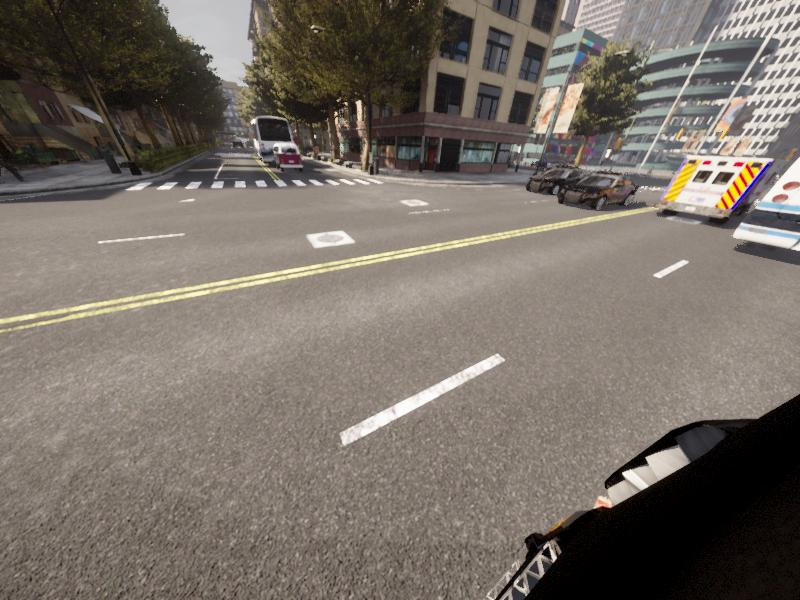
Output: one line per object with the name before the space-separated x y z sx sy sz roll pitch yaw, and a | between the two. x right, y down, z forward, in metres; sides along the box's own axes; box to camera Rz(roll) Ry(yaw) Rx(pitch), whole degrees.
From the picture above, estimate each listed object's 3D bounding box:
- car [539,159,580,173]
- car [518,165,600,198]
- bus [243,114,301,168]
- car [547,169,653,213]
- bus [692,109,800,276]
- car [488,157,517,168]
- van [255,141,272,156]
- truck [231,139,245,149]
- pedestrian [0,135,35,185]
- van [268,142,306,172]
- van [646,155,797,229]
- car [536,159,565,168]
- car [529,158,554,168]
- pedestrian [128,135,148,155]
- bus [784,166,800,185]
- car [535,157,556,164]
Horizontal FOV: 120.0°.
car | 26.225 -22.179 38.203 2.038 1.542 4.974 -16 38 -26
car | 10.802 -8.171 15.703 5.238 1.638 1.930 -16 38 -25
bus | -14.973 -18.351 26.683 3.944 4.253 10.273 -16 39 -26
car | 10.567 -5.871 12.207 5.238 1.638 1.930 -16 38 -26
bus | 14.947 -3.780 7.056 10.273 4.253 3.944 -17 38 -25
car | 18.915 -25.556 42.801 1.812 1.442 4.674 -16 38 -26
van | -22.673 -25.111 38.306 1.775 1.987 4.442 -16 37 -26
truck | -43.441 -41.872 61.877 2.390 2.098 6.274 -16 38 -26
pedestrian | -16.257 -5.694 9.276 0.751 1.860 0.751 -14 37 -23
van | -10.023 -12.657 20.444 2.069 2.038 4.480 -16 37 -26
van | 15.195 -5.260 10.941 6.366 2.431 2.351 -16 38 -26
car | 31.935 -29.058 49.269 1.895 1.301 4.718 -16 38 -26
car | 29.041 -28.175 47.493 1.845 1.501 3.633 -16 38 -26
pedestrian | -28.751 -17.011 25.378 0.751 1.860 0.751 -20 40 -30
bus | 66.965 -20.578 36.567 10.273 4.253 3.944 -16 38 -26
car | 44.335 -42.803 70.622 2.128 1.511 4.902 -16 38 -26
